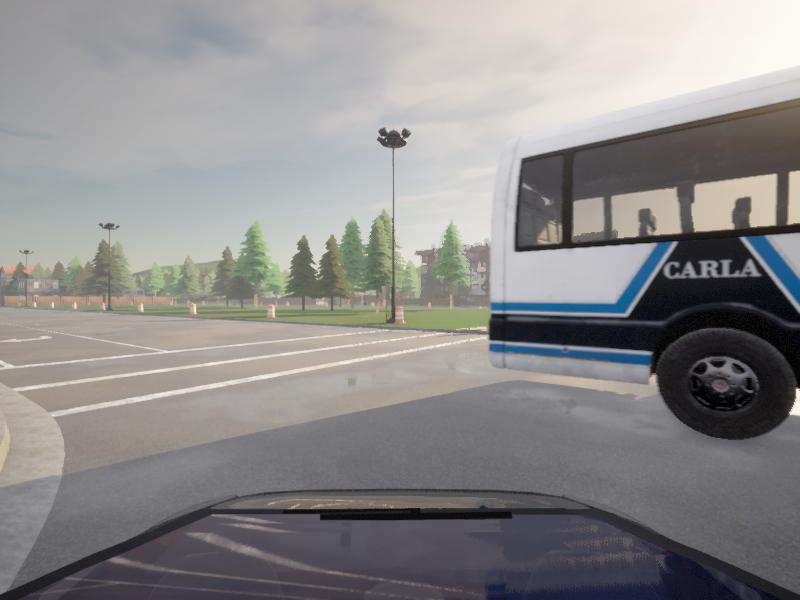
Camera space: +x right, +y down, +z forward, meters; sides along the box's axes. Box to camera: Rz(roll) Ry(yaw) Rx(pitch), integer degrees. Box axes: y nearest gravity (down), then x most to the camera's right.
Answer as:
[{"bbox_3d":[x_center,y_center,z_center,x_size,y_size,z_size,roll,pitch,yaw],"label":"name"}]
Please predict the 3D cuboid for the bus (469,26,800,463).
[{"bbox_3d":[6.344,-0.536,4.512,10.273,4.253,3.944,0,0,37],"label":"bus"}]

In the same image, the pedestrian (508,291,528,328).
[{"bbox_3d":[6.196,0.485,20.941,0.751,1.860,0.751,0,0,41],"label":"pedestrian"}]

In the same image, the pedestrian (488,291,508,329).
[{"bbox_3d":[4.882,0.485,19.837,0.751,1.860,0.751,0,0,34],"label":"pedestrian"}]
